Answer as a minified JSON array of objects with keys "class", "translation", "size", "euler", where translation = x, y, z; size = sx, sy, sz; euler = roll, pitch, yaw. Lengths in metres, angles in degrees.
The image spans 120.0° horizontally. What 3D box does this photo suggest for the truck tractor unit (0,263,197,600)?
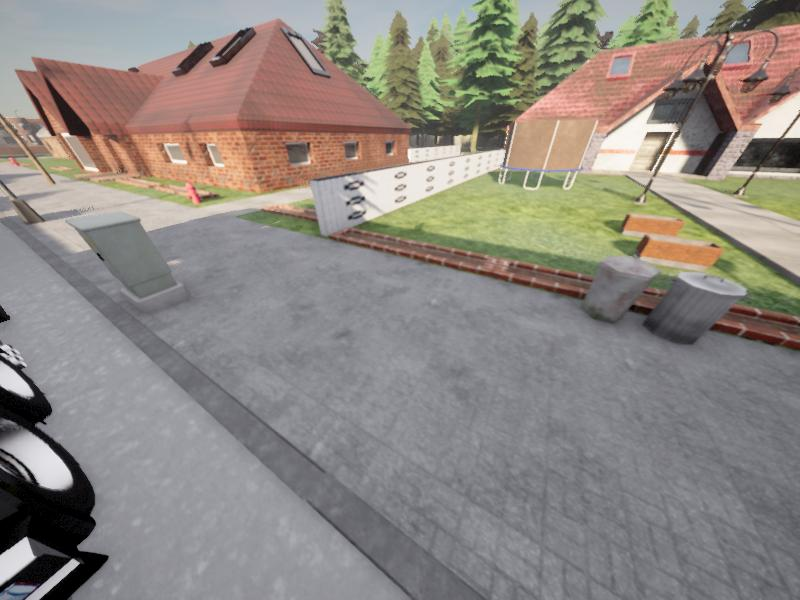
[{"class":"truck tractor unit","translation":[-5.109,-0.303,0.773],"size":[6.516,4.208,3.053],"euler":[19,39,24]}]
